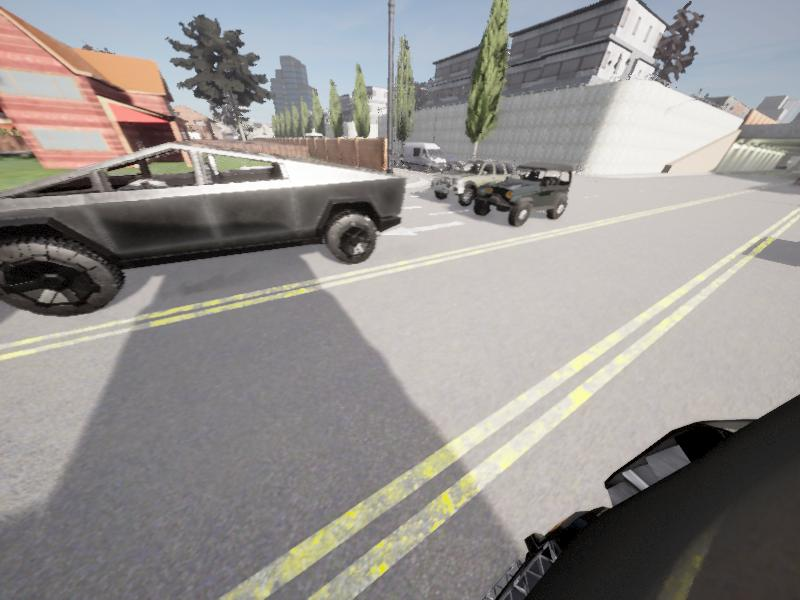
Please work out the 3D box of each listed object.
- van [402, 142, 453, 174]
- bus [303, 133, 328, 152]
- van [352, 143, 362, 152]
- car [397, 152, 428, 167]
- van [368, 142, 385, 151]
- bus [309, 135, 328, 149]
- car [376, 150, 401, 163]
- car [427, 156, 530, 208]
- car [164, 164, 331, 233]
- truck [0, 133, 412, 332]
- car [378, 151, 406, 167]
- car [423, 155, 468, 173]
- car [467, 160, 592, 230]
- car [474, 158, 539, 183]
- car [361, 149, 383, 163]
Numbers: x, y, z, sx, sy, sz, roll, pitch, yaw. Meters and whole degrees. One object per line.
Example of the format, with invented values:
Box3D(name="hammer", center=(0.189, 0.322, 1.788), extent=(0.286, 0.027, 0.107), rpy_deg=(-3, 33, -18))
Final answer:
Box3D(name="van", center=(2.646, -15.133, 24.521), extent=(1.988, 2.561, 5.915), rpy_deg=(-17, 38, -26))
Box3D(name="bus", center=(-25.046, -46.739, 68.406), extent=(3.944, 4.253, 10.273), rpy_deg=(-16, 38, -26))
Box3D(name="van", center=(-13.804, -49.028, 74.386), extent=(2.351, 2.431, 6.366), rpy_deg=(0, 32, -4))
Box3D(name="car", center=(1.578, -19.536, 31.989), extent=(1.837, 1.490, 4.892), rpy_deg=(-17, 38, -26))
Box3D(name="van", center=(-8.662, -56.480, 85.070), extent=(5.915, 2.561, 1.988), rpy_deg=(-19, 39, -24))
Box3D(name="bus", center=(-32.127, -62.129, 90.874), extent=(3.944, 4.253, 10.273), rpy_deg=(-16, 38, -26))
Box3D(name="car", center=(-1.830, -22.862, 36.708), extent=(2.007, 1.525, 4.514), rpy_deg=(-16, 38, -26))
Box3D(name="car", center=(3.825, -5.885, 11.329), extent=(4.605, 1.855, 1.932), rpy_deg=(-18, 39, -28))
Box3D(name="car", center=(-4.482, -3.415, 7.406), extent=(3.806, 1.475, 1.970), rpy_deg=(-16, 38, -26))
Box3D(name="truck", center=(-3.134, -1.752, 4.449), extent=(6.274, 2.098, 2.390), rpy_deg=(-15, 38, -25))
Box3D(name="car", center=(-1.135, -18.348, 30.033), extent=(1.970, 1.475, 3.806), rpy_deg=(-16, 38, -26))
Box3D(name="car", center=(5.189, -15.986, 27.008), extent=(2.033, 1.411, 5.357), rpy_deg=(-16, 38, -26))
Box3D(name="car", center=(4.775, -4.068, 8.659), extent=(3.866, 1.878, 1.905), rpy_deg=(-17, 38, -27))
Box3D(name="car", center=(9.460, -11.862, 21.019), extent=(2.128, 1.511, 4.902), rpy_deg=(-16, 38, -26))
Box3D(name="car", center=(-4.178, -21.344, 34.231), extent=(1.789, 1.549, 3.705), rpy_deg=(-17, 39, -26))
